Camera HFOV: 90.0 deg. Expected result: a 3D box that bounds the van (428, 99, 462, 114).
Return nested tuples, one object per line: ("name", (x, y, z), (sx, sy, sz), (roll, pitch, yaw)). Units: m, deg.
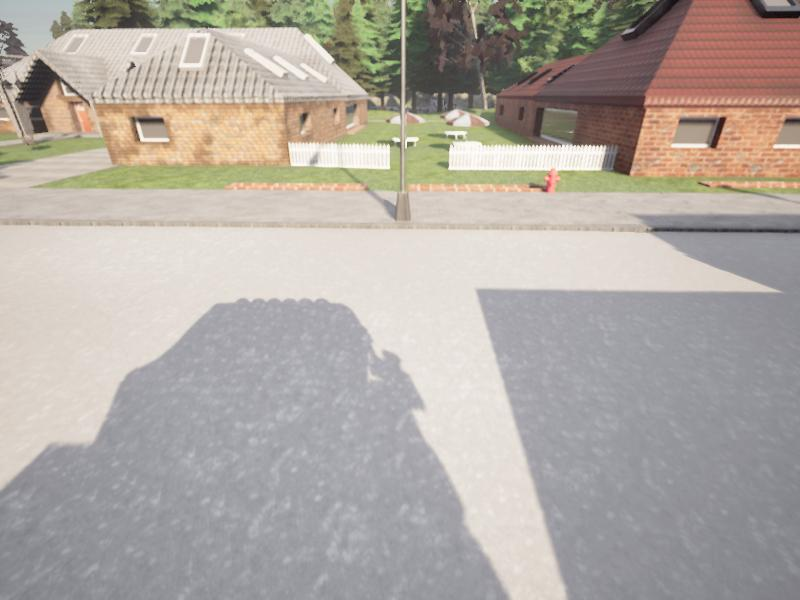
("van", (8.671, -37.358, 77.259), (6.366, 2.431, 2.351), (1, 27, 2))
